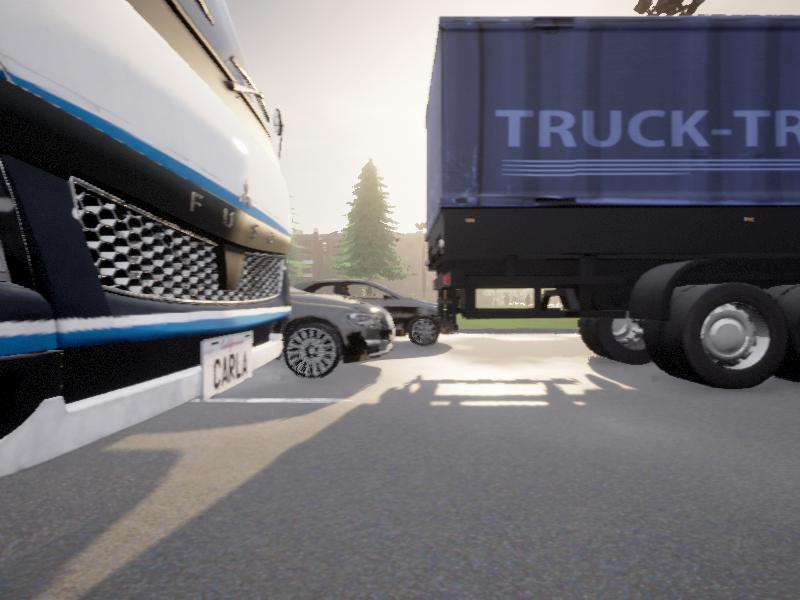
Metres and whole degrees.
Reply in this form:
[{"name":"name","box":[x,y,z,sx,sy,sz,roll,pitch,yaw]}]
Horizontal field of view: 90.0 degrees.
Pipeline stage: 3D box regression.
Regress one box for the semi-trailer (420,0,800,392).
[{"name":"semi-trailer","box":[7.479,-1.221,5.648,14.254,4.402,2.717,0,0,0]}]

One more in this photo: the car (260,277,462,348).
[{"name":"car","box":[-0.806,0.255,9.202,4.193,1.474,1.816,0,0,0]}]

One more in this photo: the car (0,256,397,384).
[{"name":"car","box":[-2.540,0.237,5.884,4.902,1.511,2.128,0,0,2]}]

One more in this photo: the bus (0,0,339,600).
[{"name":"bus","box":[-5.793,-1.132,2.322,10.273,4.253,3.944,0,0,0]}]
